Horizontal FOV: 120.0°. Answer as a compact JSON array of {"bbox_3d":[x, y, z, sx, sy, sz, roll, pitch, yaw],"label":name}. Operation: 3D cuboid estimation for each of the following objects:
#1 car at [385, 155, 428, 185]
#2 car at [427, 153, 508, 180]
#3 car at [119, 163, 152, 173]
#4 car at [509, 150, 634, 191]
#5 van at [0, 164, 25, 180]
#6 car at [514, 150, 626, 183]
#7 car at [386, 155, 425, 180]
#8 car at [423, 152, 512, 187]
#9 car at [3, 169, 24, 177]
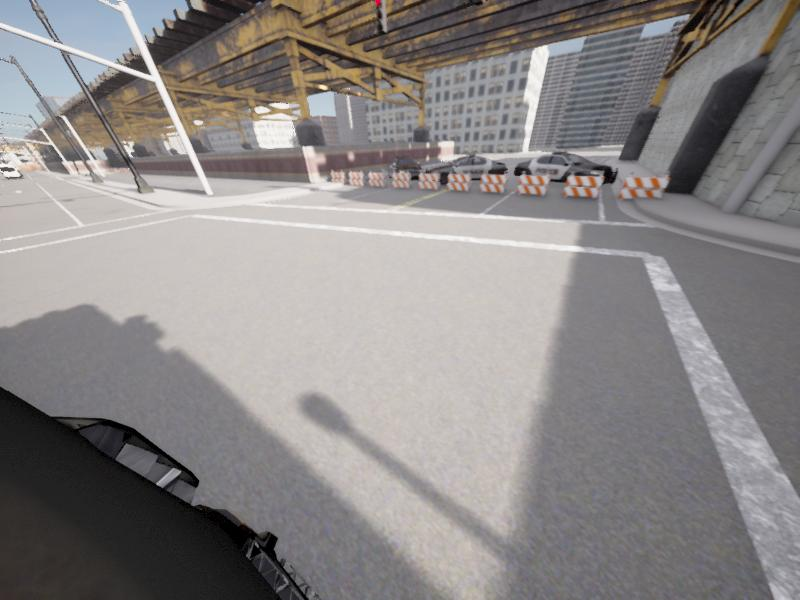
[{"bbox_3d":[0.307,-9.742,17.128,2.038,1.542,4.974,-8,34,-8],"label":"car"},{"bbox_3d":[4.136,-8.558,14.766,4.536,1.218,1.853,-3,34,0],"label":"car"},{"bbox_3d":[-57.303,-28.757,50.174,2.038,1.542,4.974,-8,34,-8],"label":"car"},{"bbox_3d":[8.942,-7.257,12.723,2.038,1.542,4.974,-17,36,-21],"label":"car"},{"bbox_3d":[-78.730,-25.900,46.681,5.915,2.561,1.988,19,40,30],"label":"van"},{"bbox_3d":[8.912,-7.413,12.675,1.853,1.218,4.536,-17,36,-21],"label":"car"},{"bbox_3d":[0.290,-9.901,17.083,1.853,1.218,4.536,-8,34,-8],"label":"car"},{"bbox_3d":[4.091,-8.424,14.853,4.974,1.542,2.038,-3,34,0],"label":"car"},{"bbox_3d":[-96.721,-31.827,57.813,5.027,1.651,2.152,19,40,30],"label":"car"}]
